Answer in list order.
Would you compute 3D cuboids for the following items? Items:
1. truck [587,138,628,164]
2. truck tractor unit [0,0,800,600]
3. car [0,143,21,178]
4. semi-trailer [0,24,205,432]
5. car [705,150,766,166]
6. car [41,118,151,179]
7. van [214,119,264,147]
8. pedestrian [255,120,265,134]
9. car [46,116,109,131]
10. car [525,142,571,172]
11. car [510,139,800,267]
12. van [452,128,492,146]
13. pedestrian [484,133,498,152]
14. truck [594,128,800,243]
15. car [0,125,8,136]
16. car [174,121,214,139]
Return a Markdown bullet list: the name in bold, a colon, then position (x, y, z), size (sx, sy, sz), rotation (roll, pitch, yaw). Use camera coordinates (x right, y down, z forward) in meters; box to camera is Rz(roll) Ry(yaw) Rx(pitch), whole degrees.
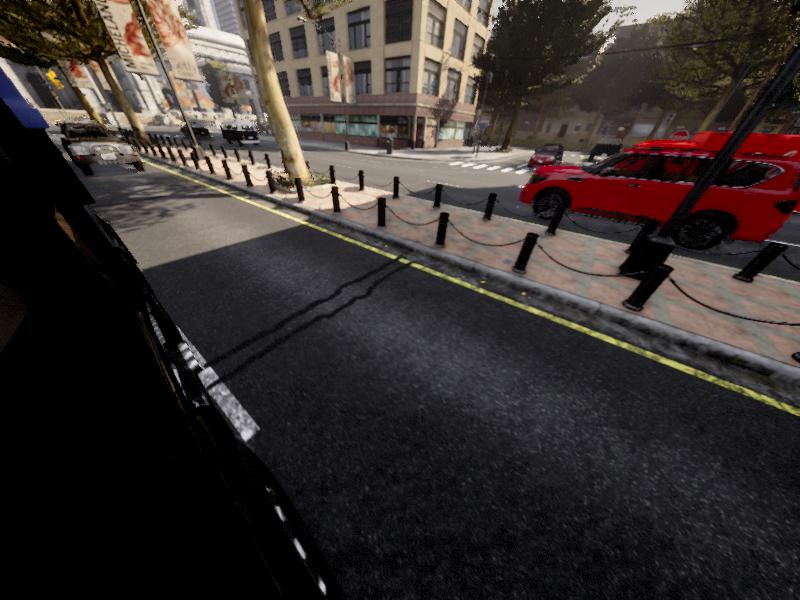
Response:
- **truck**: position (22.875, -16.650, 25.599), size (2.390, 2.098, 6.274), rotation (25, 42, 27)
- **truck tractor unit**: position (-2.645, -0.295, 0.351), size (6.516, 4.208, 3.053), rotation (28, 44, 30)
- **car**: position (-17.579, -6.030, 9.275), size (4.892, 1.490, 1.837), rotation (26, 43, 27)
- **semi-trailer**: position (-8.860, -3.498, 4.049), size (14.254, 4.402, 2.717), rotation (26, 43, 28)
- **car**: position (43.808, -18.698, 30.325), size (4.181, 1.385, 1.994), rotation (27, 43, 29)
- **car**: position (-13.719, -6.947, 10.434), size (4.605, 1.855, 1.932), rotation (27, 43, 28)
- **van**: position (-16.246, -16.884, 23.365), size (4.480, 2.038, 2.069), rotation (26, 43, 27)
- **pedestrian**: position (-24.021, -29.553, 39.571), size (0.751, 1.860, 0.751), rotation (28, 44, 30)
- **car**: position (-44.957, -24.743, 32.387), size (4.792, 1.488, 2.163), rotation (-2, 37, -6)
- **car**: position (11.610, -11.273, 18.099), size (1.851, 1.617, 3.988), rotation (28, 44, 29)
- **car**: position (6.633, -3.153, 6.595), size (5.566, 2.045, 2.150), rotation (26, 43, 27)
- **van**: position (13.574, -31.139, 44.000), size (6.366, 2.431, 2.351), rotation (26, 43, 27)
- **pedestrian**: position (10.715, -18.516, 27.181), size (0.751, 1.860, 0.751), rotation (-17, 41, -25)
- **truck**: position (10.386, -4.138, 7.802), size (5.204, 2.467, 2.627), rotation (26, 43, 27)
- **car**: position (-39.781, -16.284, 21.498), size (4.674, 1.442, 1.812), rotation (15, 38, 15)
- **car**: position (-26.034, -21.461, 29.139), size (5.238, 1.638, 1.930), rotation (26, 43, 28)
